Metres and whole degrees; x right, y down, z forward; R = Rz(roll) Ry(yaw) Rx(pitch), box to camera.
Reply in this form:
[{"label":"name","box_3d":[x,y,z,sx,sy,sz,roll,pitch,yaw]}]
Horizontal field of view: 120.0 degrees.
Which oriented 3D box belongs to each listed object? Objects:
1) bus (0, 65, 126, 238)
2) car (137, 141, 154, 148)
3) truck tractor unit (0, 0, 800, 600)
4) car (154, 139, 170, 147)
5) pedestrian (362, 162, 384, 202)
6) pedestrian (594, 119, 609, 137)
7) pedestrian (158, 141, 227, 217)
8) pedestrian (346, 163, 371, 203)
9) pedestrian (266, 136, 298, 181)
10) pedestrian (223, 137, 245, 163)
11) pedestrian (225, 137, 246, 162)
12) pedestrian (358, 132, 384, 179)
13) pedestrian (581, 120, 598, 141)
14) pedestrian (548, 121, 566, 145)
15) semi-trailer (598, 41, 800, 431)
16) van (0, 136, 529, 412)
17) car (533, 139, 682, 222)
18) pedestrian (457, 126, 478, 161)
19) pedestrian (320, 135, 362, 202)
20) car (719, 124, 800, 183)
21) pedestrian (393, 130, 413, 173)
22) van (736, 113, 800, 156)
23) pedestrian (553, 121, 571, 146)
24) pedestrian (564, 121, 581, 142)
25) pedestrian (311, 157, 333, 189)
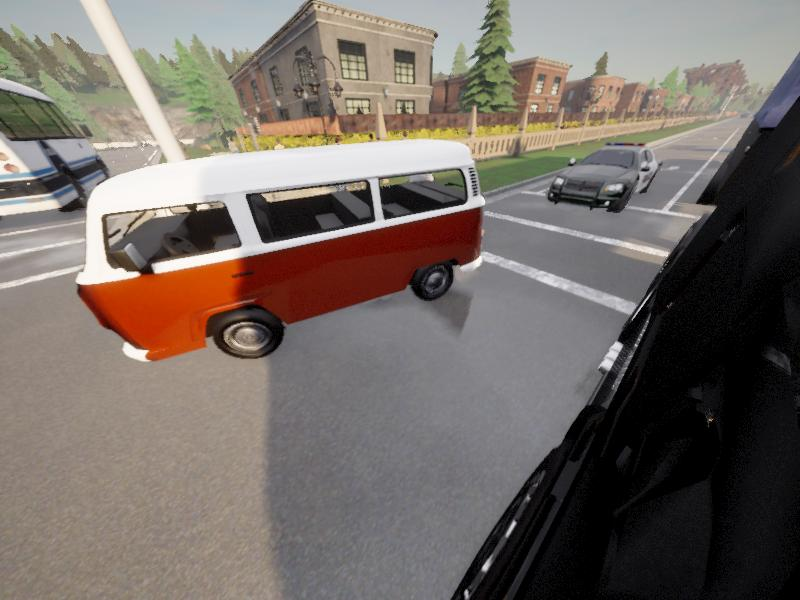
[{"label":"bus","box_3d":[-15.265,-5.772,8.733,3.944,4.253,10.273,-27,43,-29]},{"label":"car","box_3d":[-75.082,-45.921,68.291,1.816,1.474,4.193,-16,39,-17]},{"label":"truck tractor unit","box_3d":[2.645,-0.295,0.351,6.516,4.208,3.053,-28,44,-30]},{"label":"car","box_3d":[-72.429,-47.738,70.231,1.932,1.855,4.605,-19,40,-21]},{"label":"pedestrian","box_3d":[-0.867,-3.941,7.747,0.500,1.100,0.500,5,37,10]},{"label":"pedestrian","box_3d":[26.785,-22.886,30.741,0.751,1.860,0.751,-27,43,-29]},{"label":"pedestrian","box_3d":[-6.124,-3.585,6.905,0.751,1.860,0.751,-28,44,-30]},{"label":"pedestrian","box_3d":[-1.368,-3.908,7.733,0.500,1.100,0.500,-22,41,-24]},{"label":"pedestrian","box_3d":[-6.005,-7.234,11.822,0.751,1.860,0.751,-27,43,-29]},{"label":"pedestrian","box_3d":[-14.310,-12.956,19.968,0.751,1.860,0.751,-28,44,-30]},{"label":"pedestrian","box_3d":[-14.697,-13.460,20.665,0.751,1.860,0.751,-28,44,-30]},{"label":"pedestrian","box_3d":[-1.396,-7.109,11.376,0.751,1.860,0.751,-32,46,-33]},{"label":"pedestrian","box_3d":[21.440,-19.188,26.125,0.751,1.860,0.751,-28,44,-30]},{"label":"pedestrian","box_3d":[15.542,-16.504,22.898,0.751,1.860,0.751,-24,42,-26]},{"label":"semi-trailer","box_3d":[8.695,-3.601,4.238,14.254,4.402,2.717,-28,44,-30]},{"label":"van","box_3d":[-1.008,-0.880,3.179,4.480,2.038,2.069,-17,39,-19]},{"label":"car","box_3d":[6.741,-4.115,7.456,4.974,1.542,2.038,-28,44,-30]},{"label":"pedestrian","box_3d":[4.504,-10.475,15.514,0.751,1.860,0.751,-24,42,-26]},{"label":"pedestrian","box_3d":[-1.939,-4.422,7.820,0.751,1.860,0.751,21,43,28]},{"label":"car","box_3d":[16.142,-6.424,9.891,5.027,1.651,2.152,-28,44,-30]},{"label":"pedestrian","box_3d":[0.186,-8.085,12.583,0.751,1.860,0.751,-23,41,-25]},{"label":"van","box_3d":[23.877,-10.697,14.826,4.442,1.987,1.775,-28,44,-30]},{"label":"pedestrian","box_3d":[15.681,-16.121,22.378,0.751,1.860,0.751,-30,44,-31]},{"label":"pedestrian","box_3d":[19.216,-18.778,25.713,0.751,1.860,0.751,-28,44,-30]},{"label":"pedestrian","box_3d":[-3.310,-5.378,9.815,0.500,1.100,0.500,-29,44,-30]}]
